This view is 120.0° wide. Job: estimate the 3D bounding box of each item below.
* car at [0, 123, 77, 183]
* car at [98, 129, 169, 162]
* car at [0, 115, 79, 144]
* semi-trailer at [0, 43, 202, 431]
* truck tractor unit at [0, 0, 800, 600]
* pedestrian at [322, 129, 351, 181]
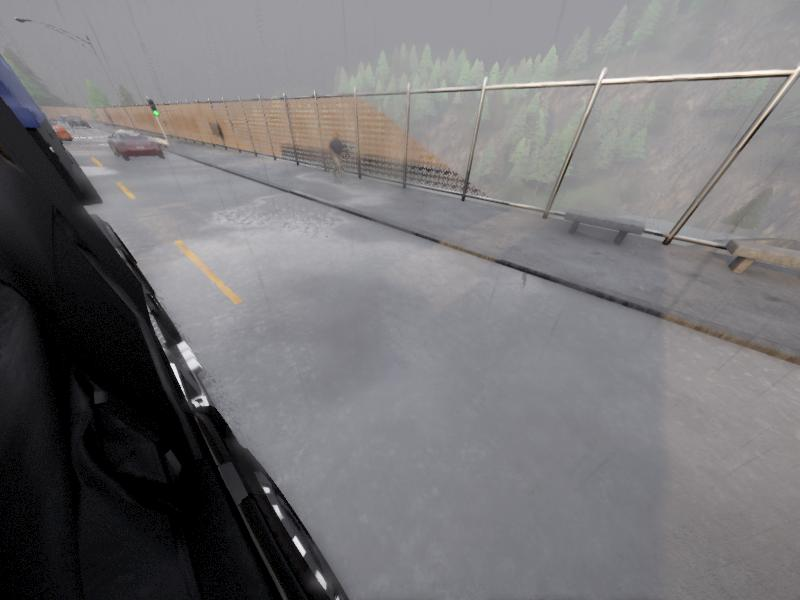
[{"bbox_3d":[-16.095,-6.412,9.846,5.238,1.638,1.930,28,44,30],"label":"car"},{"bbox_3d":[-16.798,-9.812,14.557,4.181,1.385,1.994,28,44,30],"label":"car"},{"bbox_3d":[-30.549,-13.886,18.785,4.553,1.767,2.097,-4,38,-9],"label":"car"},{"bbox_3d":[-8.698,-3.607,4.226,14.254,4.402,2.717,28,44,30],"label":"semi-trailer"},{"bbox_3d":[-2.645,-0.295,0.351,6.516,4.208,3.053,28,44,30],"label":"truck tractor unit"},{"bbox_3d":[-2.784,-6.403,10.255,0.751,1.860,0.751,-29,47,-35],"label":"pedestrian"}]
